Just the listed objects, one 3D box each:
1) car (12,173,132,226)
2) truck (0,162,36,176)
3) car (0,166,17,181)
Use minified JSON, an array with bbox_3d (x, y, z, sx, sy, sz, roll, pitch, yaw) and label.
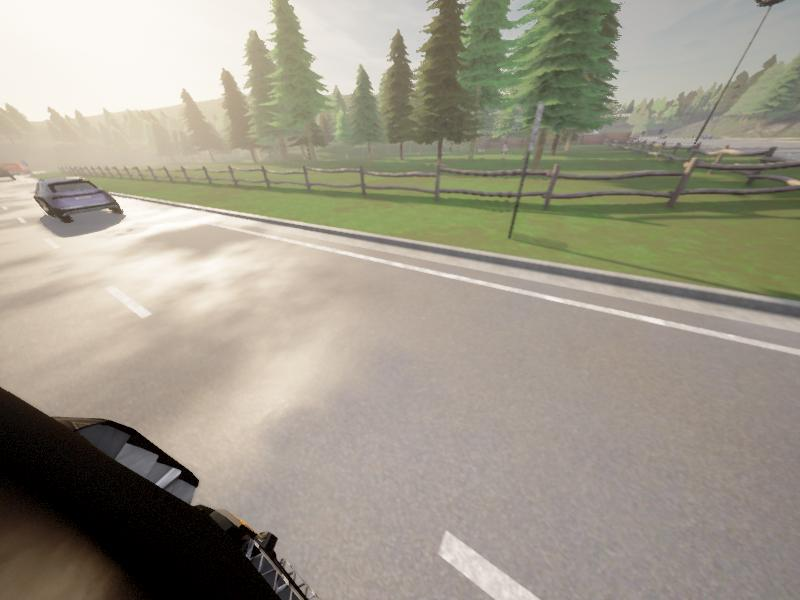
[{"bbox_3d":[-15.190,-4.794,10.715,4.856,1.649,2.033,17,38,26],"label":"car"},{"bbox_3d":[-91.667,-31.521,55.462,2.627,2.467,5.204,-27,41,-31],"label":"truck"},{"bbox_3d":[-65.681,-20.709,37.808,5.566,2.045,2.150,18,39,27],"label":"car"}]
